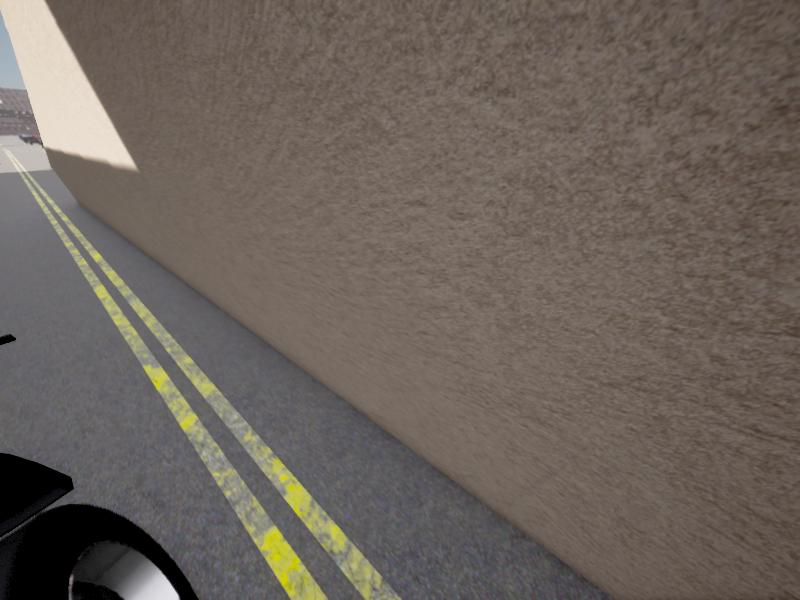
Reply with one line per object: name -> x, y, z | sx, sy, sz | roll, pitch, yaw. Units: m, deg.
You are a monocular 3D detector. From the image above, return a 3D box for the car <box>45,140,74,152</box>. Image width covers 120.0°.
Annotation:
car -> -55.731, -25.148, 37.776 | 4.892, 1.490, 1.837 | 22, 41, 28

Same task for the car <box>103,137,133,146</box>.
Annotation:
car -> -77.294, -43.605, 63.430 | 1.932, 1.855, 4.605 | 21, 40, 27

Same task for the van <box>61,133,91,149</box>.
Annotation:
van -> -64.519, -31.610, 45.959 | 5.915, 2.561, 1.988 | 22, 41, 28

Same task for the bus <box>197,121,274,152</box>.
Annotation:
bus -> -30.101, -30.461, 43.153 | 3.944, 4.253, 10.273 | 22, 40, 27

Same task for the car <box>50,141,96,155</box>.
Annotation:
car -> -46.944, -21.877, 33.191 | 4.514, 1.525, 2.007 | 12, 37, 16

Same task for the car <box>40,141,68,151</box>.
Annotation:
car -> -62.094, -27.685, 41.408 | 5.357, 1.411, 2.033 | 22, 41, 28

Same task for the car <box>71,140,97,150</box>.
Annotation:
car -> -58.784, -28.854, 43.023 | 3.806, 1.475, 1.970 | 22, 41, 28
